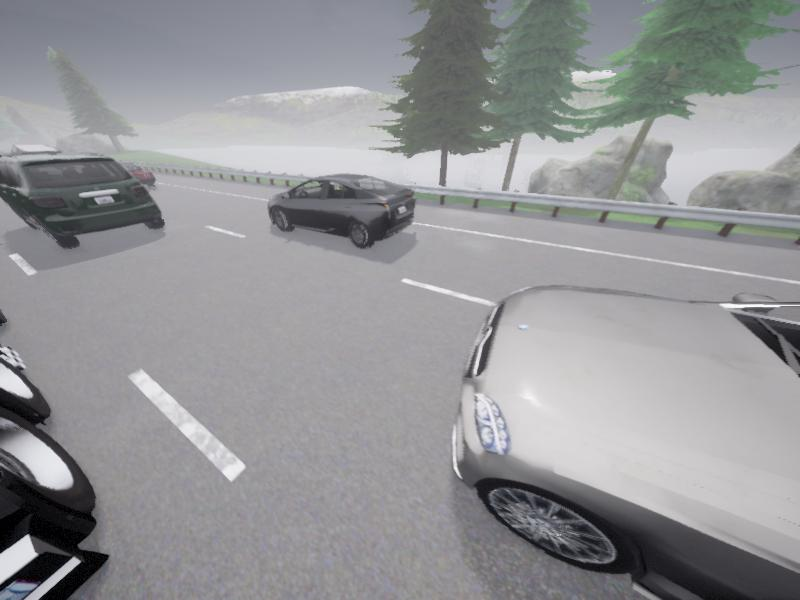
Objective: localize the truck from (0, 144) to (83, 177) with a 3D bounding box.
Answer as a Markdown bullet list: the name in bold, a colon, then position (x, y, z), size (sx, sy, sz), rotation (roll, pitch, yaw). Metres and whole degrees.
- **truck**: position (-30.934, -12.134, 19.902), size (6.274, 2.098, 2.390), rotation (17, 39, 24)

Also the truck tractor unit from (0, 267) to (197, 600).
- **truck tractor unit**: position (-5.119, -0.292, 0.778), size (6.516, 4.208, 3.053), rotation (18, 39, 24)

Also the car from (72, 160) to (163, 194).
- **car**: position (-16.462, -7.257, 13.459), size (4.718, 1.301, 1.895), rotation (17, 39, 24)

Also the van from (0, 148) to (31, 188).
- **van**: position (-26.378, -8.390, 14.529), size (4.480, 2.038, 2.069), rotation (17, 39, 24)

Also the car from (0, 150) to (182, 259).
- **car**: position (-9.570, -3.111, 6.780), size (5.566, 2.045, 2.150), rotation (18, 39, 24)

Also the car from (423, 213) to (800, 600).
- **car**: position (2.906, 0.972, 1.162), size (5.027, 1.651, 2.152), rotation (17, 39, 24)

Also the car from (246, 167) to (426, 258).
- **car**: position (-1.784, -2.743, 6.629), size (4.514, 1.525, 2.007), rotation (17, 39, 24)
